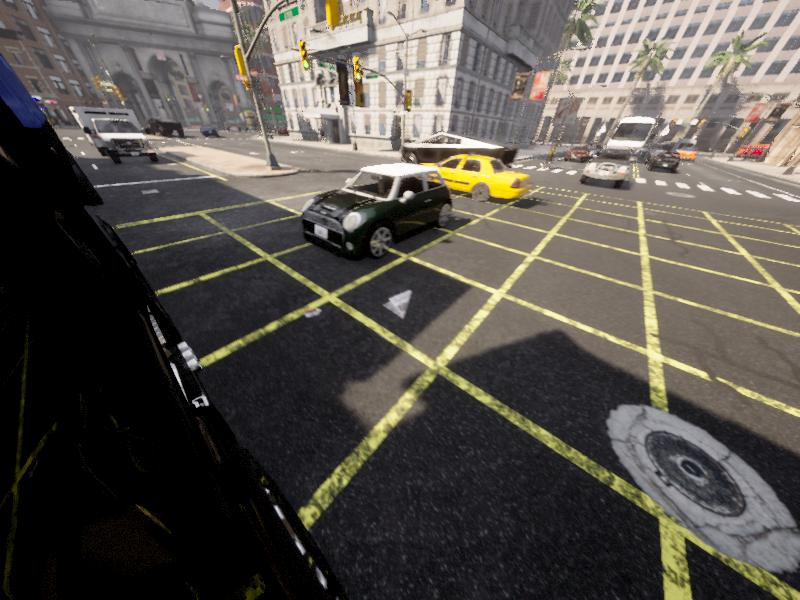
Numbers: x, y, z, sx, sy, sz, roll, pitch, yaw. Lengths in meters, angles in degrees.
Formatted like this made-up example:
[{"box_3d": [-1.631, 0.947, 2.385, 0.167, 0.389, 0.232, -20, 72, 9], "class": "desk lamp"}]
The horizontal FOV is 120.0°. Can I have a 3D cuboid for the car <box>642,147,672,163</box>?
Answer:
[{"box_3d": [34.145, -19.413, 30.859, 2.033, 1.411, 5.357, 28, 43, 30], "class": "car"}]

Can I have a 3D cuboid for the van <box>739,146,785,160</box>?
[{"box_3d": [74.859, -30.479, 47.882, 4.480, 2.038, 2.069, 28, 44, 30], "class": "van"}]

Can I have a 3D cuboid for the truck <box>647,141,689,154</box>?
[{"box_3d": [62.074, -35.416, 53.622, 6.274, 2.098, 2.390, 3, 37, 0], "class": "truck"}]

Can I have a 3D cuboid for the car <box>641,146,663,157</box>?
[{"box_3d": [43.651, -25.859, 40.152, 2.033, 1.411, 5.357, 28, 44, 30], "class": "car"}]

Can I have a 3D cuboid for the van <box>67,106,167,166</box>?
[{"box_3d": [-16.964, -9.897, 13.834, 6.366, 2.431, 2.351, 28, 43, 30], "class": "van"}]

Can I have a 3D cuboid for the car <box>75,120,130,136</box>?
[{"box_3d": [-38.227, -22.306, 29.888, 2.128, 1.511, 4.902, -10, 38, -16], "class": "car"}]

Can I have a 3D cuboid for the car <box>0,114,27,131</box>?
[{"box_3d": [-50.759, -21.739, 28.209, 5.027, 1.651, 2.152, -25, 45, -32], "class": "car"}]

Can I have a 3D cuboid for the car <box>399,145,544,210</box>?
[{"box_3d": [2.638, -5.351, 9.721, 5.366, 1.575, 1.801, 28, 43, 30], "class": "car"}]

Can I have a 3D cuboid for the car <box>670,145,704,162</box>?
[{"box_3d": [41.347, -21.195, 33.394, 2.097, 1.767, 4.553, 28, 44, 30], "class": "car"}]

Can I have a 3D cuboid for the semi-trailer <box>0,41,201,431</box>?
[{"box_3d": [-8.695, -3.601, 4.240, 14.254, 4.402, 2.717, 28, 43, 30], "class": "semi-trailer"}]

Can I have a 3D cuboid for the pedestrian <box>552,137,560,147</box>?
[{"box_3d": [34.718, -35.205, 51.446, 0.751, 1.860, 0.751, 25, 42, 27], "class": "pedestrian"}]

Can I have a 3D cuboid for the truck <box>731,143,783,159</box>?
[{"box_3d": [76.999, -32.247, 50.033, 5.204, 2.467, 2.627, 28, 44, 30], "class": "truck"}]

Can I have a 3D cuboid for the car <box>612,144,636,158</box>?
[{"box_3d": [34.132, -22.696, 35.161, 2.007, 1.525, 4.514, 28, 44, 30], "class": "car"}]

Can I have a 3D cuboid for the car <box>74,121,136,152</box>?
[{"box_3d": [-22.852, -12.703, 17.890, 4.856, 1.649, 2.033, 28, 43, 30], "class": "car"}]

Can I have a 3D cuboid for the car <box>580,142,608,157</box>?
[{"box_3d": [28.723, -22.335, 34.199, 2.242, 1.667, 4.611, 28, 44, 30], "class": "car"}]

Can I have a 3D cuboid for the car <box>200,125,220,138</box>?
[{"box_3d": [-29.177, -25.891, 35.425, 1.994, 1.385, 4.181, -21, 43, -28], "class": "car"}]

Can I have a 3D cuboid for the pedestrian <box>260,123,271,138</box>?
[{"box_3d": [-21.078, -26.604, 36.209, 0.751, 1.860, 0.751, 21, 40, 23], "class": "pedestrian"}]

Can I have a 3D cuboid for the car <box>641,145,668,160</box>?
[{"box_3d": [38.771, -22.659, 35.337, 2.152, 1.651, 5.027, 29, 44, 30], "class": "car"}]

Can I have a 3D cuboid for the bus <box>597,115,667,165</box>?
[{"box_3d": [28.489, -19.841, 28.666, 3.944, 4.253, 10.273, 28, 43, 30], "class": "bus"}]

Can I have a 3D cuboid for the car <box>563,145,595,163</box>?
[{"box_3d": [19.813, -16.175, 25.521, 1.812, 1.442, 4.674, 28, 43, 30], "class": "car"}]

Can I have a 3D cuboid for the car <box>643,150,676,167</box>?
[{"box_3d": [29.542, -16.263, 26.403, 1.895, 1.301, 4.718, 28, 43, 30], "class": "car"}]

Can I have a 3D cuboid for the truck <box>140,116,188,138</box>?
[{"box_3d": [-32.510, -23.854, 31.855, 6.274, 2.098, 2.390, 23, 41, 25], "class": "truck"}]

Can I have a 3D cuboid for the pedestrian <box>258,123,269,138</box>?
[{"box_3d": [-21.556, -26.843, 36.499, 0.751, 1.860, 0.751, 4, 37, 2], "class": "pedestrian"}]

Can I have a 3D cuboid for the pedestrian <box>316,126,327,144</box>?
[{"box_3d": [-10.255, -21.631, 30.233, 0.751, 1.860, 0.751, 31, 45, 32], "class": "pedestrian"}]

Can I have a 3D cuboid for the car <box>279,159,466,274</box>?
[{"box_3d": [-0.336, -2.306, 5.517, 1.970, 1.475, 3.806, 28, 43, 30], "class": "car"}]

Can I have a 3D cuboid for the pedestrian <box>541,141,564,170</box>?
[{"box_3d": [11.966, -11.385, 18.174, 0.751, 1.860, 0.751, 26, 42, 28], "class": "pedestrian"}]

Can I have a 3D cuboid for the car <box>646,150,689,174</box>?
[{"box_3d": [24.219, -12.694, 21.104, 1.816, 1.474, 4.193, 28, 43, 30], "class": "car"}]

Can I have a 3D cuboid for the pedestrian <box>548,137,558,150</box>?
[{"box_3d": [27.814, -28.452, 41.910, 0.751, 1.860, 0.751, 32, 45, 33], "class": "pedestrian"}]

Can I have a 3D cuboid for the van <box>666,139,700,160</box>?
[{"box_3d": [45.972, -24.633, 37.696, 1.988, 2.561, 5.915, 28, 44, 30], "class": "van"}]

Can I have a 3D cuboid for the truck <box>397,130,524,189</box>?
[{"box_3d": [2.996, -8.099, 13.004, 6.274, 2.098, 2.390, 28, 43, 30], "class": "truck"}]

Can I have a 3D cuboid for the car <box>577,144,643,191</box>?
[{"box_3d": [12.201, -7.829, 13.433, 1.932, 1.855, 4.605, 28, 43, 30], "class": "car"}]

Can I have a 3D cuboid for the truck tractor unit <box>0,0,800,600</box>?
[{"box_3d": [-2.645, -0.295, 0.351, 6.516, 4.208, 3.053, 28, 44, 30], "class": "truck tractor unit"}]

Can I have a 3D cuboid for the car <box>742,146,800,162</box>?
[{"box_3d": [72.845, -28.826, 45.523, 5.566, 2.045, 2.150, 28, 44, 30], "class": "car"}]

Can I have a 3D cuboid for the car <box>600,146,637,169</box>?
[{"box_3d": [21.817, -14.323, 23.088, 2.038, 1.542, 4.974, 28, 43, 30], "class": "car"}]

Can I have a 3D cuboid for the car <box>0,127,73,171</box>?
[{"box_3d": [-18.877, -7.766, 11.708, 5.357, 1.411, 2.033, 28, 43, 30], "class": "car"}]

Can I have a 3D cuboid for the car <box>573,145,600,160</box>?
[{"box_3d": [24.178, -19.122, 29.895, 1.895, 1.301, 4.718, 28, 43, 30], "class": "car"}]
